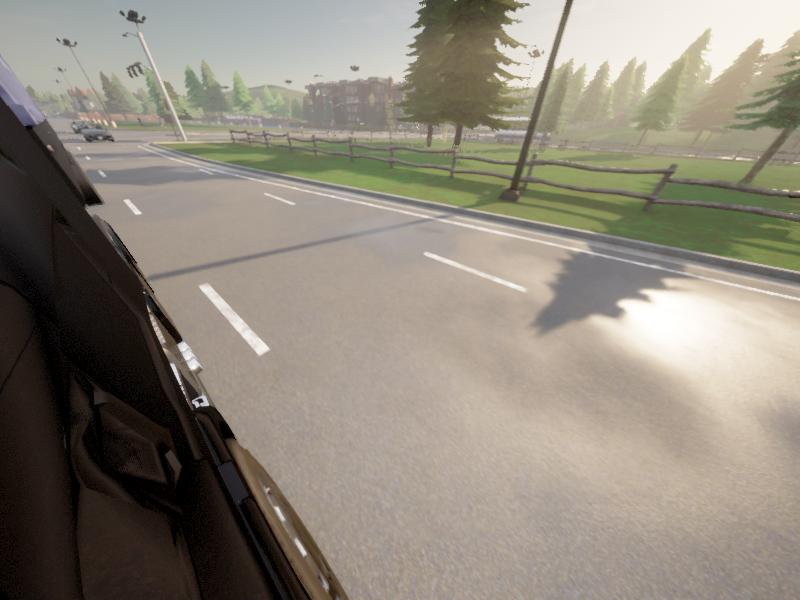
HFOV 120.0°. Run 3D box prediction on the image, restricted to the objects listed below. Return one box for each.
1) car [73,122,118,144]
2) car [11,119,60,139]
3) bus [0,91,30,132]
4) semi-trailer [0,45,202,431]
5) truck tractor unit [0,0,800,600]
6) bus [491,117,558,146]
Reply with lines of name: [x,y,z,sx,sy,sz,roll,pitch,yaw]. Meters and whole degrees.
car: [-29.018,-15.932,22.015,4.193,1.474,1.816,28,44,30]
car: [-37.741,-17.826,24.049,4.902,1.511,2.128,28,44,30]
bus: [-53.333,-24.567,29.903,10.273,4.253,3.944,28,44,30]
semi-trailer: [-8.704,-3.587,4.241,14.254,4.402,2.717,28,44,30]
truck tractor unit: [-2.645,-0.295,0.351,6.516,4.208,3.053,28,44,30]
bus: [24.622,-33.861,46.280,10.273,4.253,3.944,28,44,30]
